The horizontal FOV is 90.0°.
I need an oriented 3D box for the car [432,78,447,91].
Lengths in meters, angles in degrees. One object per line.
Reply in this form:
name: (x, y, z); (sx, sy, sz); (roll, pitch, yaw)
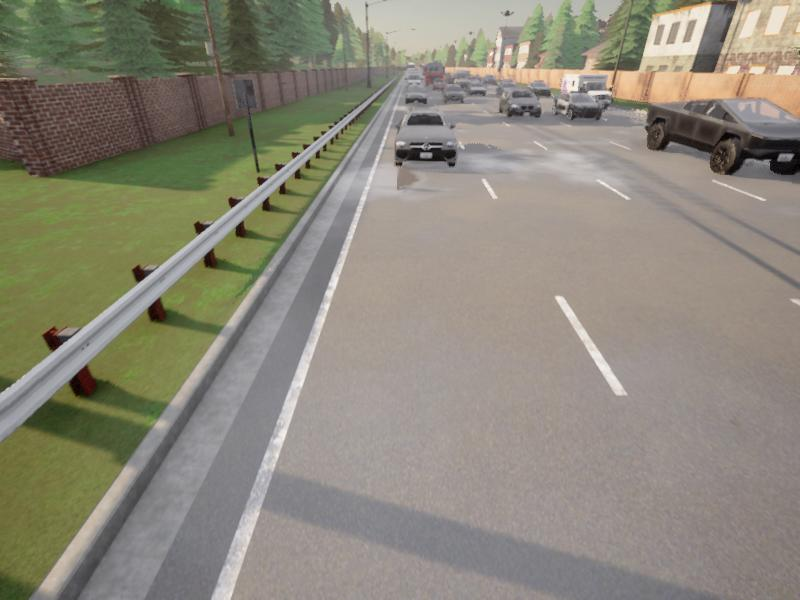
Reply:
car: (5.465, -30.119, 55.918); (1.845, 1.501, 3.633); (1, 30, 1)

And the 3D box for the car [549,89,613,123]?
car: (11.701, -12.868, 26.370); (1.930, 1.638, 5.238); (1, 30, 1)

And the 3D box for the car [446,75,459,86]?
car: (9.382, -39.483, 71.923); (1.845, 1.501, 3.633); (1, 30, 1)

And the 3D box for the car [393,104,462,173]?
car: (0.903, -6.190, 14.968); (2.152, 1.651, 5.027); (1, 30, 1)

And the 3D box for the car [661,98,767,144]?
car: (15.021, -8.821, 19.492); (1.851, 1.617, 3.988); (1, 30, 1)

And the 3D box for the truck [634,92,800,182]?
truck: (11.389, -6.044, 14.257); (2.390, 2.098, 6.274); (1, 30, 1)

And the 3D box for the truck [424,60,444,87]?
truck: (5.819, -39.158, 69.123); (2.891, 3.827, 8.468); (1, 30, 1)

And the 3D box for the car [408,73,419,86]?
car: (2.372, -39.425, 71.513); (1.932, 1.855, 4.605); (1, 30, 1)

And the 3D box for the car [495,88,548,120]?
car: (8.230, -13.585, 27.563); (2.242, 1.667, 4.611); (1, 30, 1)

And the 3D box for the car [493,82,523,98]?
car: (12.198, -23.993, 45.628); (2.033, 1.411, 5.357); (1, 30, 1)

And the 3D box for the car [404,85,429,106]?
car: (1.461, -18.728, 36.533); (2.163, 1.488, 4.792); (1, 30, 1)

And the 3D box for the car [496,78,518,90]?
car: (16.078, -32.535, 60.214); (2.033, 1.411, 5.357); (1, 30, 1)

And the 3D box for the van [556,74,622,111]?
van: (15.380, -17.281, 33.137); (2.351, 2.431, 6.366); (1, 30, 1)

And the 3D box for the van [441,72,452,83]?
van: (9.687, -46.503, 83.502); (1.775, 1.987, 4.442); (1, 30, 1)

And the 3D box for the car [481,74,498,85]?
car: (16.427, -40.540, 73.518); (2.097, 1.767, 4.553); (1, 30, 1)

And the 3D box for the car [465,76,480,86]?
car: (12.905, -39.248, 71.698); (1.970, 1.475, 3.806); (1, 30, 1)

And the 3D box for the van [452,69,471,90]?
van: (9.072, -33.016, 59.867); (1.988, 2.561, 5.915); (1, 30, 1)

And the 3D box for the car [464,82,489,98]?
car: (8.710, -24.291, 46.134); (2.033, 1.411, 5.357); (1, 30, 1)

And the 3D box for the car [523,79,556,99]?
car: (15.695, -23.976, 45.357); (1.930, 1.638, 5.238); (1, 31, 1)

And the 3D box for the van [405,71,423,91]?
van: (1.999, -31.282, 57.041); (2.351, 2.431, 6.366); (1, 30, 1)

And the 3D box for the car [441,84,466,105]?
car: (4.995, -19.483, 37.813); (1.837, 1.490, 4.892); (1, 30, 1)
